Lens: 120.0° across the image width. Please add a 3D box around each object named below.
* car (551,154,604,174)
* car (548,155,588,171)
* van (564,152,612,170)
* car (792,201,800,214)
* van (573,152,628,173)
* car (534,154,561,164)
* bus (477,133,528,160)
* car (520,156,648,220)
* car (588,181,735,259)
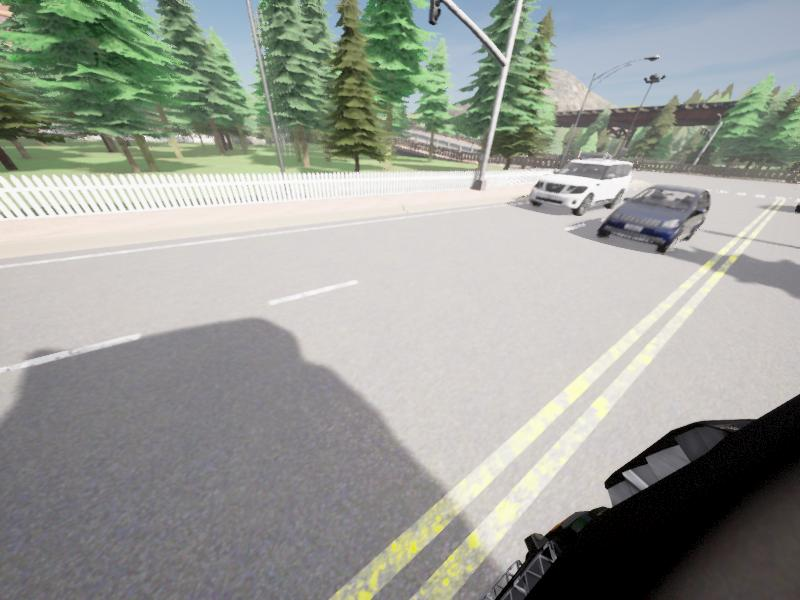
[{"bbox_3d":[26.433,-20.492,34.680,2.150,2.045,5.566,-19,40,-29],"label":"car"},{"bbox_3d":[27.740,-22.768,38.307,1.932,1.855,4.605,-19,40,-29],"label":"car"},{"bbox_3d":[35.694,-26.578,44.126,2.351,2.431,6.366,-19,40,-29],"label":"van"},{"bbox_3d":[24.715,-5.775,12.919,4.553,1.767,2.097,-18,39,-28],"label":"car"},{"bbox_3d":[32.440,-22.493,37.699,1.988,2.561,5.915,-19,40,-29],"label":"van"},{"bbox_3d":[35.097,-33.826,55.244,2.163,1.488,4.792,-19,42,-29],"label":"car"},{"bbox_3d":[24.606,-37.459,56.307,3.944,4.253,10.273,-19,45,-29],"label":"bus"},{"bbox_3d":[8.561,-5.349,10.726,5.566,2.045,2.150,-18,39,-28],"label":"car"},{"bbox_3d":[7.976,-2.634,7.093,3.705,1.549,1.789,-18,39,-28],"label":"car"}]
